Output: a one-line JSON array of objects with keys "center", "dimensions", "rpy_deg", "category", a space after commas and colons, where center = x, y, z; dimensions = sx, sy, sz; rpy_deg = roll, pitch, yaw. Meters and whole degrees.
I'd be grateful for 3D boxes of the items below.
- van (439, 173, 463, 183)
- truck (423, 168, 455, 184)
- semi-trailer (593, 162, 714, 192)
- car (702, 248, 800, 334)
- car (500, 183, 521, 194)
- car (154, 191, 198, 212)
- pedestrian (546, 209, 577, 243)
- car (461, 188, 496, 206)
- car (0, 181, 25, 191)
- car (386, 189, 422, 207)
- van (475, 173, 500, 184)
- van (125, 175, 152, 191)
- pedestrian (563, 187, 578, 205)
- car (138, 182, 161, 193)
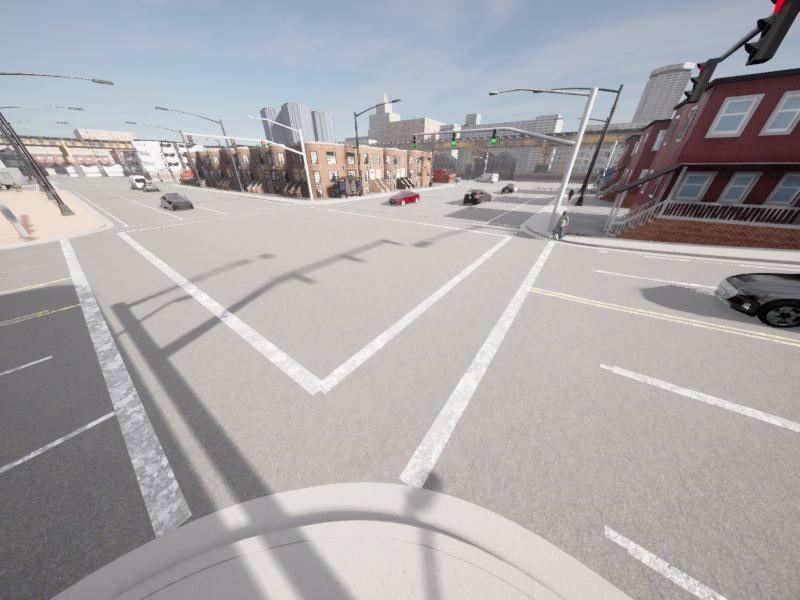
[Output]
[{"center": [14.902, -35.679, 67.669], "dimensions": [6.366, 2.431, 2.351], "rpy_deg": [20, 36, 31], "category": "van"}, {"center": [11.063, -35.506, 65.973], "dimensions": [8.468, 3.827, 2.891], "rpy_deg": [20, 36, 31], "category": "truck"}, {"center": [45.675, -22.548, 42.815], "dimensions": [14.254, 4.402, 2.717], "rpy_deg": [13, 32, 25], "category": "semi-trailer"}, {"center": [12.056, 0.004, 5.797], "dimensions": [4.856, 1.649, 2.033], "rpy_deg": [15, 33, 33], "category": "car"}, {"center": [20.114, -20.273, 41.884], "dimensions": [2.038, 1.542, 4.974], "rpy_deg": [20, 36, 31], "category": "car"}, {"center": [-25.064, -11.054, 25.804], "dimensions": [5.238, 1.638, 1.930], "rpy_deg": [20, 36, 31], "category": "car"}, {"center": [9.956, -4.573, 14.287], "dimensions": [0.751, 1.860, 0.751], "rpy_deg": [-9, 31, -15], "category": "pedestrian"}, {"center": [10.154, -13.413, 29.861], "dimensions": [2.242, 1.667, 4.611], "rpy_deg": [25, 38, 36], "category": "car"}, {"center": [-80.684, -22.860, 46.430], "dimensions": [1.930, 1.638, 5.238], "rpy_deg": [19, 36, 30], "category": "car"}, {"center": [0.607, -12.938, 29.172], "dimensions": [1.882, 1.535, 5.008], "rpy_deg": [20, 36, 31], "category": "car"}, {"center": [25.264, -35.507, 67.372], "dimensions": [2.351, 2.431, 6.366], "rpy_deg": [-19, 35, -30], "category": "van"}, {"center": [-54.032, -24.244, 47.712], "dimensions": [5.915, 2.561, 1.988], "rpy_deg": [20, 36, 31], "category": "van"}, {"center": [20.383, -12.437, 27.628], "dimensions": [0.751, 1.860, 0.751], "rpy_deg": [24, 38, 35], "category": "pedestrian"}, {"center": [-47.543, -21.412, 43.855], "dimensions": [3.988, 1.617, 1.851], "rpy_deg": [20, 36, 31], "category": "car"}]
